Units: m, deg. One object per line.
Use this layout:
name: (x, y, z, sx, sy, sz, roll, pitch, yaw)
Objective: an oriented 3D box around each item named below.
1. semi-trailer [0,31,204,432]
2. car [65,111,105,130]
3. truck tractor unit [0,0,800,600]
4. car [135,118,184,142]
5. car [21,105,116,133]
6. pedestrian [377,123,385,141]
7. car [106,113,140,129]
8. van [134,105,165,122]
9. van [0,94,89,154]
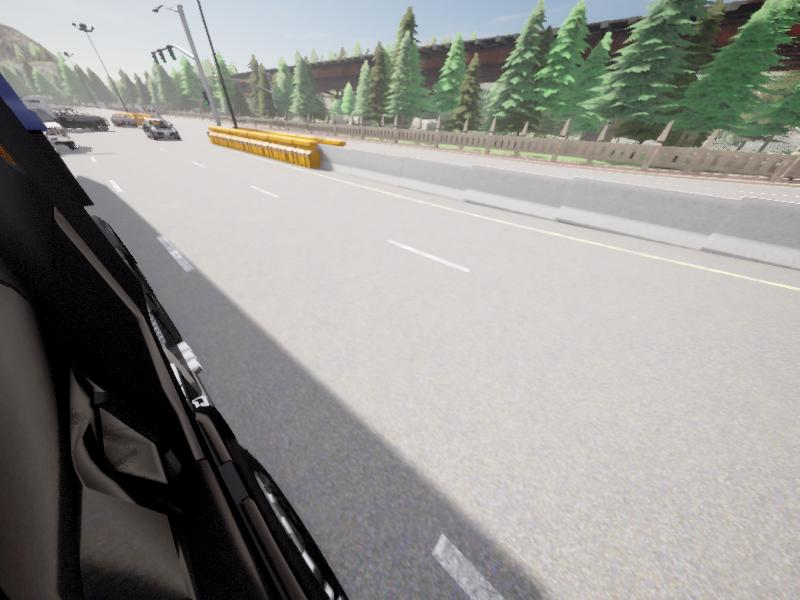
semi-trailer: (-8.788, -3.589, 4.068, 14.254, 4.402, 2.717, 28, 43, 28)
car: (-36.136, -20.595, 26.468, 5.357, 1.411, 2.033, 29, 44, 29)
truck tractor unit: (-2.645, -0.295, 0.351, 6.516, 4.208, 3.053, 28, 44, 30)
car: (-21.299, -15.130, 20.494, 3.806, 1.475, 1.970, 29, 44, 29)
car: (-31.683, -17.448, 22.347, 1.932, 1.855, 4.605, 17, 40, 16)
pedestrian: (-2.585, -22.795, 31.372, 0.751, 1.860, 0.751, 29, 44, 30)
car: (-35.955, -23.276, 29.991, 4.181, 1.385, 1.994, 29, 44, 29)
van: (-49.916, -37.151, 46.034, 6.366, 2.431, 2.351, 29, 44, 29)
van: (-21.628, -10.312, 13.437, 6.366, 2.431, 2.351, 24, 42, 25)
